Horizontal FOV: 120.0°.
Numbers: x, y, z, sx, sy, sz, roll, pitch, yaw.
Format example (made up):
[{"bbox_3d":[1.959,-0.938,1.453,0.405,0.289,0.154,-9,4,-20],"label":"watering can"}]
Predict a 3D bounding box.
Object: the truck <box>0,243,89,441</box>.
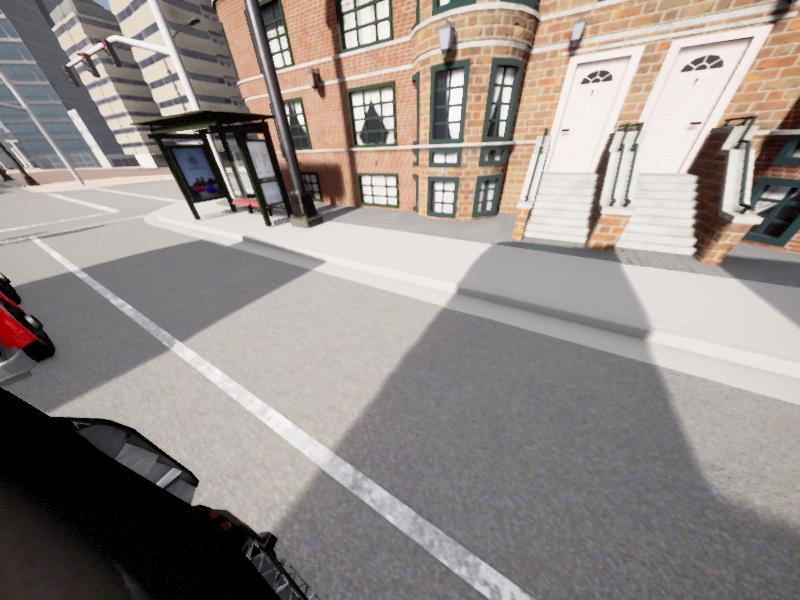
[{"bbox_3d":[-6.340,-0.081,2.161,5.204,2.467,2.627,18,39,28],"label":"truck"}]
